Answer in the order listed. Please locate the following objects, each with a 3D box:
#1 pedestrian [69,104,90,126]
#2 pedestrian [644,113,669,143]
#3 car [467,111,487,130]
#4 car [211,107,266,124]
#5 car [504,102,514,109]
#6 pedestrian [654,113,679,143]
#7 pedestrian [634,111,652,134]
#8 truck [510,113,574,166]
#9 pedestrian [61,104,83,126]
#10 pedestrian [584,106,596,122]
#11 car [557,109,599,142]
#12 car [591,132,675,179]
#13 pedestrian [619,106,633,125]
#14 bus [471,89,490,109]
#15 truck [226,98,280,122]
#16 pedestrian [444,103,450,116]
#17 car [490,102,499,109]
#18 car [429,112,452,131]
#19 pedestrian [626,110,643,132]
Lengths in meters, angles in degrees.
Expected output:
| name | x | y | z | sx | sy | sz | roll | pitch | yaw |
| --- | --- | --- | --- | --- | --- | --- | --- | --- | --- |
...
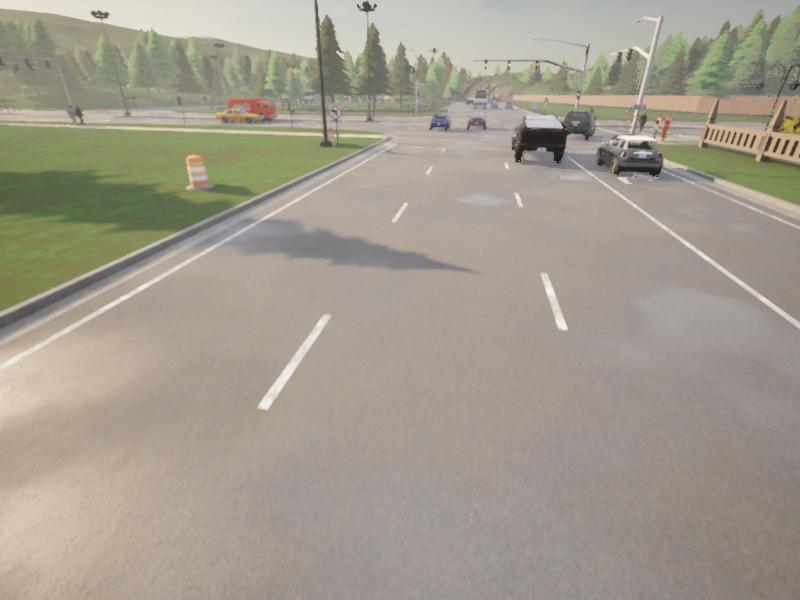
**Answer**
| name | x | y | z | sx | sy | sz | roll | pitch | yaw |
| --- | --- | --- | --- | --- | --- | --- | --- | --- | --- |
| pedestrian | -29.758 | -17.168 | 37.149 | 0.751 | 1.860 | 0.751 | 8 | 28 | 14 |
| pedestrian | 17.613 | -11.829 | 27.490 | 0.751 | 1.860 | 0.751 | 0 | 27 | -1 |
| car | 7.980 | -18.615 | 41.385 | 1.812 | 1.442 | 4.674 | 5 | 28 | 9 |
| car | -18.223 | -20.893 | 45.265 | 5.366 | 1.575 | 1.801 | 5 | 28 | 10 |
| car | 26.941 | -48.137 | 99.017 | 1.851 | 1.617 | 3.988 | 5 | 28 | 9 |
| pedestrian | 18.283 | -11.812 | 27.469 | 0.751 | 1.860 | 0.751 | -14 | 30 | -26 |
| pedestrian | 21.626 | -15.836 | 35.682 | 0.751 | 1.860 | 0.751 | 5 | 28 | 8 |
| truck | 7.459 | -8.927 | 21.815 | 2.390 | 2.098 | 6.274 | 6 | 28 | 10 |
| pedestrian | -30.671 | -17.311 | 37.414 | 0.751 | 1.860 | 0.751 | 8 | 28 | 14 |
| pedestrian | 24.434 | -23.927 | 51.465 | 0.751 | 1.860 | 0.751 | 1 | 27 | 2 |
| car | 14.299 | -14.069 | 31.980 | 2.150 | 2.045 | 5.566 | 14 | 30 | 24 |
| car | 10.305 | -6.640 | 18.090 | 1.970 | 1.475 | 3.806 | 5 | 28 | 9 |
| pedestrian | 25.439 | -20.818 | 45.099 | 0.751 | 1.860 | 0.751 | 5 | 28 | 8 |
| bus | 19.864 | -49.782 | 99.120 | 3.944 | 4.253 | 10.273 | 5 | 28 | 9 |
| truck | -17.572 | -22.857 | 48.123 | 5.204 | 2.467 | 2.627 | 5 | 28 | 10 |
| pedestrian | 7.490 | -30.483 | 63.954 | 0.751 | 1.860 | 0.751 | 7 | 28 | 12 |
| car | 23.576 | -48.588 | 99.974 | 2.033 | 1.411 | 5.357 | 5 | 28 | 9 |
| car | 4.033 | -17.688 | 39.488 | 1.816 | 1.474 | 4.193 | 5 | 28 | 9 |
| pedestrian | 22.097 | -16.877 | 37.713 | 0.751 | 1.860 | 0.751 | 7 | 28 | 13 |
